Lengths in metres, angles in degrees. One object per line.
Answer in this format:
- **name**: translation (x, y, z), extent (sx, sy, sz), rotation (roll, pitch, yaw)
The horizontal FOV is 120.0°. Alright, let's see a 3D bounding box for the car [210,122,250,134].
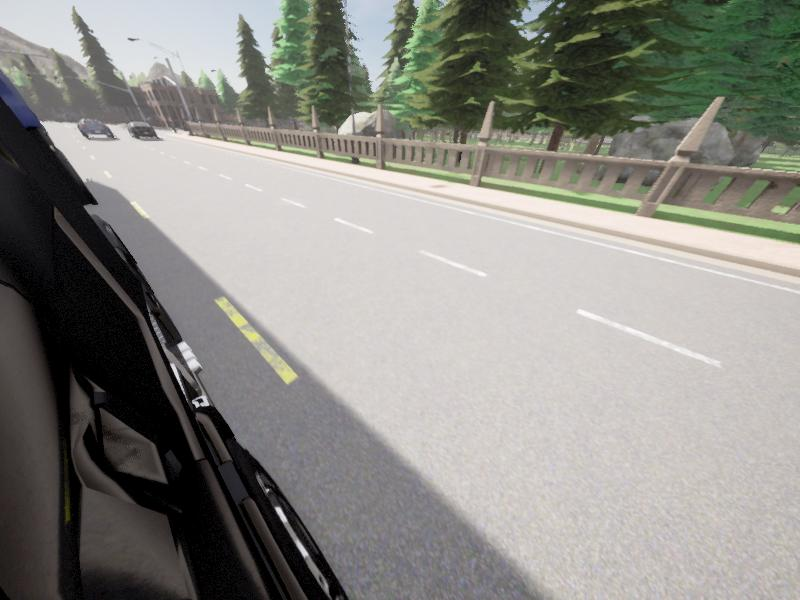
- **car**: translation (-29.262, -29.579, 39.851), extent (2.128, 1.511, 4.902), rotation (28, 44, 30)

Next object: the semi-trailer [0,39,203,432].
- **semi-trailer**: translation (-8.760, -3.560, 4.168), extent (14.254, 4.402, 2.717), rotation (27, 44, 29)

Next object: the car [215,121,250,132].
- **car**: translation (-34.444, -35.805, 47.740), extent (1.801, 1.575, 5.366), rotation (28, 44, 30)

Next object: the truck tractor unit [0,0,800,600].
- **truck tractor unit**: translation (-2.645, -0.295, 0.351), extent (6.516, 4.208, 3.053), rotation (28, 44, 30)

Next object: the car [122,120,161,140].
- **car**: translation (-29.223, -19.252, 26.079), extent (5.238, 1.638, 1.930), rotation (30, 45, 31)

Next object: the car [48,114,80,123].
- **car**: translation (-80.197, -43.363, 55.184), extent (4.611, 1.667, 2.242), rotation (11, 38, 11)

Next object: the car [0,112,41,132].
- **car**: translation (-47.588, -21.301, 27.551), extent (4.605, 1.855, 1.932), rotation (-9, 38, -14)

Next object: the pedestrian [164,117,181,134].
- **pedestrian**: translation (-31.549, -24.195, 32.015), extent (0.751, 1.860, 0.751), rotation (13, 38, 14)

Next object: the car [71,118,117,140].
- **car**: translation (-32.296, -18.095, 24.389), extent (5.027, 1.651, 2.152), rotation (28, 44, 30)
